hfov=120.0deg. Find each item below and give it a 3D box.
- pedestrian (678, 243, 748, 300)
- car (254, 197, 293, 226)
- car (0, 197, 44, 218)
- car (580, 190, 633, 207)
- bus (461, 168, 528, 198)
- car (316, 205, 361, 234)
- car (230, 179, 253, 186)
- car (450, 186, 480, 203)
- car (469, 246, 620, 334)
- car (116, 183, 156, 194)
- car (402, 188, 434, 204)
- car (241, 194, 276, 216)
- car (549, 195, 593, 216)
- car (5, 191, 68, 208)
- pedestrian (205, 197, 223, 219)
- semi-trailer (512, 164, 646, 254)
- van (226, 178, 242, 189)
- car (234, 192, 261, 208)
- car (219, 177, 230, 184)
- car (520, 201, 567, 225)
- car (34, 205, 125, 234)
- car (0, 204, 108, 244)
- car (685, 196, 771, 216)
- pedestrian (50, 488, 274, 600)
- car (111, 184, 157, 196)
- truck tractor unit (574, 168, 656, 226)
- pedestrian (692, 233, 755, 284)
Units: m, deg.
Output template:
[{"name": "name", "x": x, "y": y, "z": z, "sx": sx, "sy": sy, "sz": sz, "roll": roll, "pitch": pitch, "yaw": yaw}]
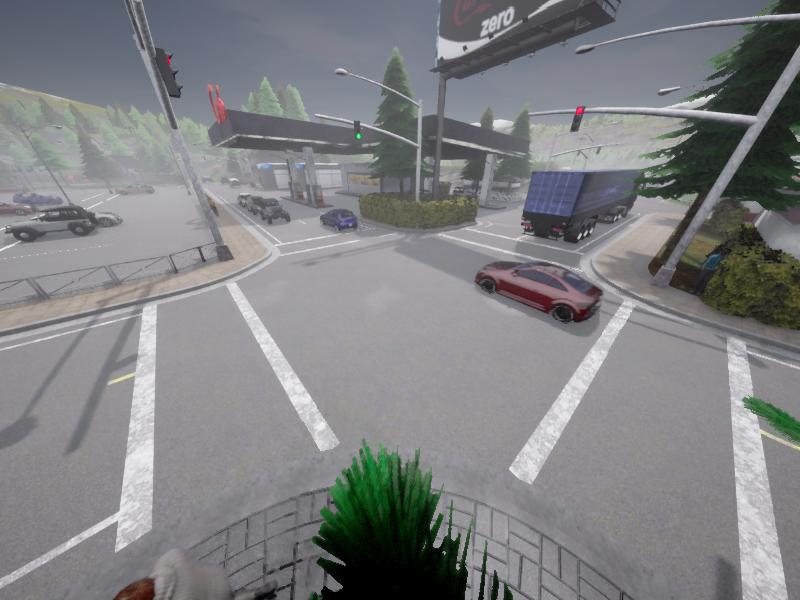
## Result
[{"name": "pedestrian", "x": 11.558, "y": -1.045, "z": 8.594, "sx": 0.751, "sy": 1.860, "sz": 0.751, "roll": -15, "pitch": 33, "yaw": -25}, {"name": "car", "x": -11.869, "y": -8.361, "z": 21.588, "sx": 1.905, "sy": 1.878, "sz": 3.866, "roll": -22, "pitch": 37, "yaw": -33}, {"name": "car", "x": -39.420, "y": -8.945, "z": 22.590, "sx": 4.514, "sy": 1.523, "sz": 2.007, "roll": -23, "pitch": 37, "yaw": -34}, {"name": "car", "x": 26.571, "y": -13.106, "z": 29.821, "sx": 4.611, "sy": 1.667, "sz": 2.242, "roll": -4, "pitch": 30, "yaw": -7}, {"name": "bus", "x": 16.718, "y": -21.582, "z": 42.125, "sx": 3.944, "sy": 4.253, "sz": 10.273, "roll": -22, "pitch": 37, "yaw": -33}, {"name": "car", "x": -5.209, "y": -6.893, "z": 19.463, "sx": 1.816, "sy": 1.474, "sz": 4.193, "roll": -22, "pitch": 37, "yaw": -33}, {"name": "car", "x": -43.704, "y": -32.450, "z": 63.749, "sx": 2.007, "sy": 1.525, "sz": 4.514, "roll": 14, "pitch": 33, "yaw": 23}, {"name": "car", "x": 9.747, "y": -16.005, "z": 34.849, "sx": 1.905, "sy": 1.878, "sz": 3.866, "roll": -23, "pitch": 37, "yaw": -34}, {"name": "car", "x": 5.057, "y": -0.685, "z": 8.688, "sx": 1.994, "sy": 1.385, "sz": 4.181, "roll": -21, "pitch": 36, "yaw": -34}, {"name": "car", "x": -49.532, "y": -20.953, "z": 43.472, "sx": 4.514, "sy": 1.523, "sz": 2.007, "roll": -23, "pitch": 37, "yaw": -34}, {"name": "car", "x": 2.620, "y": -15.713, "z": 34.677, "sx": 2.242, "sy": 1.667, "sz": 4.611, "roll": -23, "pitch": 37, "yaw": -34}, {"name": "car", "x": -15.972, "y": -10.737, "z": 25.967, "sx": 2.033, "sy": 1.649, "sz": 4.856, "roll": -22, "pitch": 37, "yaw": -33}, {"name": "car", "x": 18.519, "y": -10.345, "z": 25.021, "sx": 4.902, "sy": 1.511, "sz": 2.128, "roll": -22, "pitch": 37, "yaw": -33}, {"name": "car", "x": -45.788, "y": -12.777, "z": 29.270, "sx": 3.633, "sy": 1.501, "sz": 1.845, "roll": -23, "pitch": 37, "yaw": -34}, {"name": "pedestrian", "x": -17.641, "y": -8.760, "z": 21.956, "sx": 0.751, "sy": 1.860, "sz": 0.751, "roll": -23, "pitch": 37, "yaw": -34}, {"name": "semi-trailer", "x": 13.587, "y": -7.279, "z": 16.804, "sx": 14.254, "sy": 4.402, "sz": 2.717, "roll": -22, "pitch": 37, "yaw": -34}, {"name": "van", "x": -40.375, "y": -28.476, "z": 56.282, "sx": 2.069, "sy": 2.038, "sz": 4.480, "roll": -22, "pitch": 37, "yaw": -33}, {"name": "car", "x": -19.994, "y": -13.111, "z": 30.230, "sx": 1.970, "sy": 1.475, "sz": 3.806, "roll": -22, "pitch": 37, "yaw": -33}, {"name": "car", "x": -52.596, "y": -35.818, "z": 69.165, "sx": 1.905, "sy": 1.878, "sz": 3.866, "roll": -22, "pitch": 37, "yaw": -33}, {"name": "car", "x": 13.323, "y": -8.082, "z": 21.356, "sx": 4.674, "sy": 1.442, "sz": 1.812, "roll": -22, "pitch": 36, "yaw": -34}, {"name": "car", "x": -25.501, "y": -6.610, "z": 18.671, "sx": 3.806, "sy": 1.475, "sz": 1.970, "roll": -23, "pitch": 37, "yaw": -34}, {"name": "car", "x": -23.841, "y": -5.383, "z": 15.979, "sx": 3.866, "sy": 1.878, "sz": 1.905, "roll": -23, "pitch": 37, "yaw": -34}, {"name": "car", "x": 36.691, "y": -10.708, "z": 26.149, "sx": 2.033, "sy": 1.411, "sz": 5.357, "roll": -24, "pitch": 38, "yaw": -35}, {"name": "pedestrian", "x": -1.698, "y": 2.599, "z": 1.899, "sx": 0.751, "sy": 1.860, "sz": 0.751, "roll": -18, "pitch": 35, "yaw": -29}, {"name": "car", "x": -47.482, "y": -19.774, "z": 41.410, "sx": 5.027, "sy": 1.636, "sz": 2.152, "roll": -23, "pitch": 37, "yaw": -34}, {"name": "truck tractor unit", "x": 19.680, "y": -9.716, "z": 21.226, "sx": 6.516, "sy": 4.208, "sz": 3.053, "roll": -23, "pitch": 37, "yaw": -33}, {"name": "pedestrian", "x": 13.444, "y": -1.722, "z": 9.681, "sx": 0.751, "sy": 1.860, "sz": 0.751, "roll": 24, "pitch": 38, "yaw": 35}]
